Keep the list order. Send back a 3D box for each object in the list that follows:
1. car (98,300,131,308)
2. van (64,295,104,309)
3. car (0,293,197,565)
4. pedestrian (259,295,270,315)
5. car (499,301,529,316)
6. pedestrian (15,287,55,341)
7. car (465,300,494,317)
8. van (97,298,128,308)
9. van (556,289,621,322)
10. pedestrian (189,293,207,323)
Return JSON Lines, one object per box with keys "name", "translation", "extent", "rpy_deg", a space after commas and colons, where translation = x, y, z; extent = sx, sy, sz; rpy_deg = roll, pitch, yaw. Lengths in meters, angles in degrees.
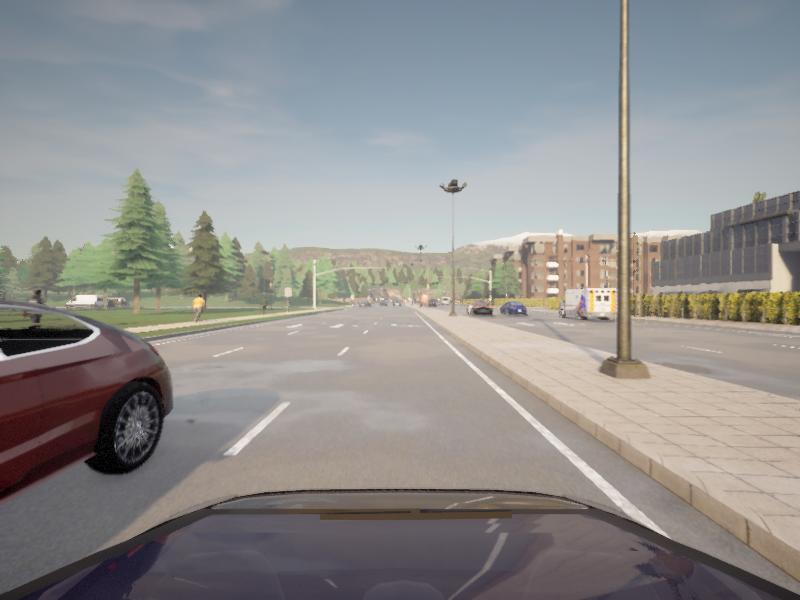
{"name": "car", "translation": [-58.148, 0.793, 81.492], "extent": [5.238, 1.638, 1.930], "rpy_deg": [0, 0, 1]}
{"name": "van", "translation": [-58.769, 0.320, 74.506], "extent": [5.915, 2.561, 1.988], "rpy_deg": [0, 0, 1]}
{"name": "car", "translation": [-3.500, 0.781, 2.262], "extent": [2.152, 1.651, 5.027], "rpy_deg": [0, 0, 0]}
{"name": "pedestrian", "translation": [-12.654, 0.495, 37.320], "extent": [0.751, 1.860, 0.751], "rpy_deg": [0, 0, 2]}
{"name": "car", "translation": [11.675, 0.881, 41.291], "extent": [1.812, 1.442, 4.674], "rpy_deg": [0, 0, 0]}
{"name": "pedestrian", "translation": [-12.871, 0.489, 14.125], "extent": [0.751, 1.860, 0.751], "rpy_deg": [0, 0, 1]}
{"name": "car", "translation": [8.178, 0.844, 41.480], "extent": [2.038, 1.542, 4.974], "rpy_deg": [0, 1, 1]}
{"name": "van", "translation": [-55.998, 0.595, 77.953], "extent": [4.480, 2.038, 2.069], "rpy_deg": [0, 0, 1]}
{"name": "van", "translation": [15.125, 0.387, 32.712], "extent": [2.351, 2.431, 6.366], "rpy_deg": [0, 0, 0]}
{"name": "pedestrian", "translation": [-12.777, 0.492, 25.345], "extent": [0.751, 1.860, 0.751], "rpy_deg": [0, 0, 2]}
